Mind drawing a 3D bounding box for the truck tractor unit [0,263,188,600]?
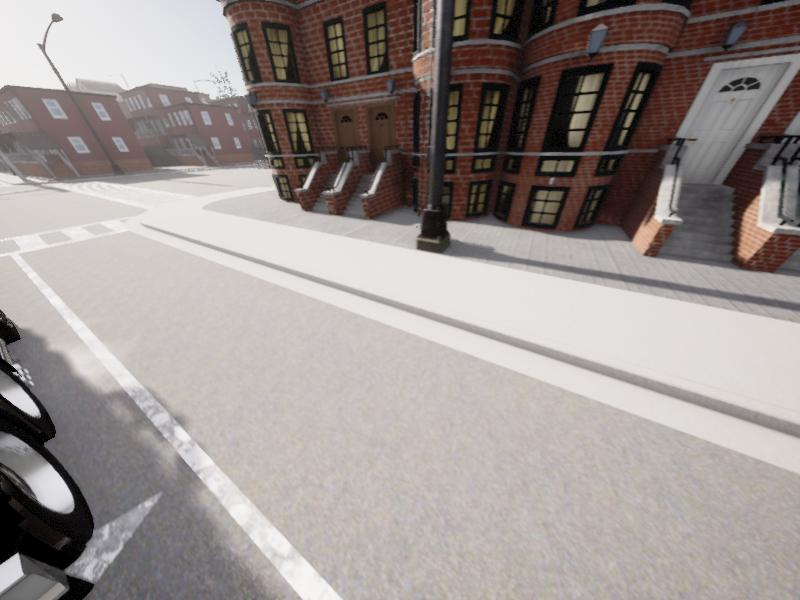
[{"bbox_3d":[-5.118,-0.257,0.945,6.516,4.208,3.053,15,33,27],"label":"truck tractor unit"}]
